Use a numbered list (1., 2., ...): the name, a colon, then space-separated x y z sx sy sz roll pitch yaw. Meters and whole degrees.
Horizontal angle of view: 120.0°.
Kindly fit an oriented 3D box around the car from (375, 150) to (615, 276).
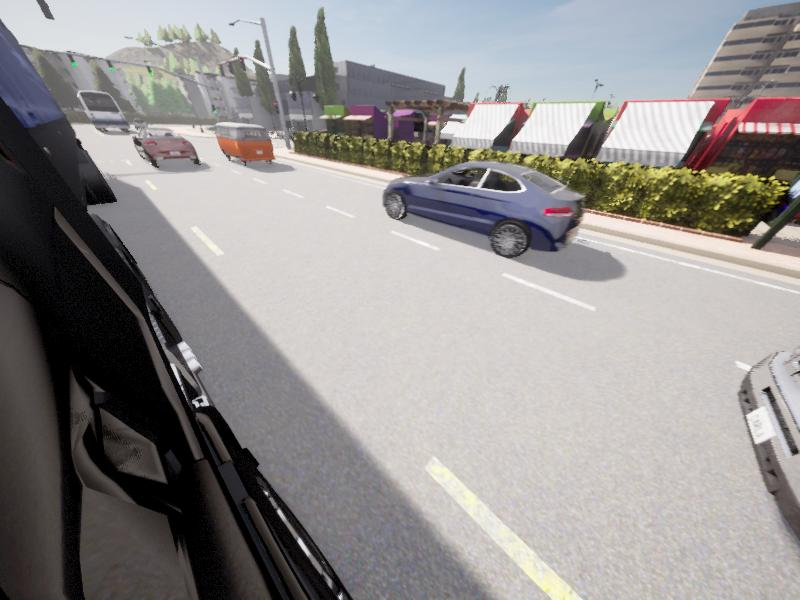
1. car: 1.874 -2.659 5.983 5.027 1.651 2.152 30 45 32

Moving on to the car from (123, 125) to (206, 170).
1. car: -13.344 -8.715 13.045 5.027 1.651 2.152 30 45 32

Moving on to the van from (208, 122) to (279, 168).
1. van: -9.491 -9.462 13.995 4.442 1.987 1.775 30 45 32

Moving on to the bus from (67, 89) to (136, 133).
1. bus: -42.008 -26.468 32.625 10.273 4.253 3.944 31 45 32

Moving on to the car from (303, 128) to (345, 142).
1. car: -10.828 -23.679 33.216 1.801 1.575 5.366 32 46 33

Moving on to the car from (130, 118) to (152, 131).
1. car: -44.443 -30.226 39.682 1.851 1.617 3.988 -25 45 -32

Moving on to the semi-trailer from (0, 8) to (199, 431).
1. semi-trailer: -8.535 -3.720 4.370 14.254 4.402 2.717 30 45 31

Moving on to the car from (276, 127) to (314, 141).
1. car: -15.152 -24.127 33.569 2.007 1.525 4.514 32 46 33

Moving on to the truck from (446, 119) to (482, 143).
1. truck: 13.635 -35.881 49.262 2.891 3.827 8.468 31 45 32

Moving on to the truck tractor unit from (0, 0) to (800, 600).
1. truck tractor unit: -2.645 -0.295 0.351 6.516 4.208 3.053 28 44 30
